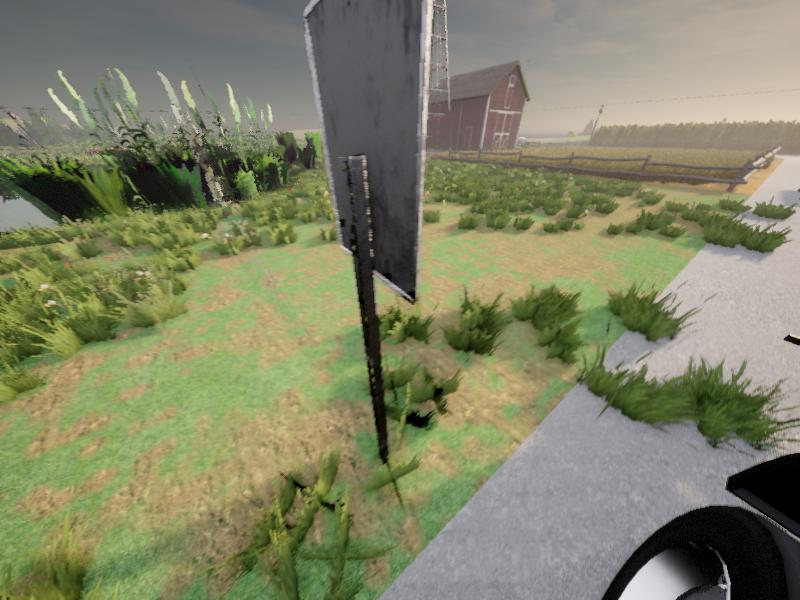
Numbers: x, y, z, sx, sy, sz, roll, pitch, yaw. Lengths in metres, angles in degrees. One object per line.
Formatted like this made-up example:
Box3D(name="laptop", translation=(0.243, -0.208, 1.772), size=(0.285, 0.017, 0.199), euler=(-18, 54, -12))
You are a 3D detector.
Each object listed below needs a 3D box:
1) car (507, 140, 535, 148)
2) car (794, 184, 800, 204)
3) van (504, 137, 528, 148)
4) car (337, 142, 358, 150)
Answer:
Box3D(name="car", translation=(27.734, -35.900, 53.128), size=(2.038, 1.542, 4.974), euler=(-22, 41, -28))
Box3D(name="car", translation=(18.329, -4.774, 9.378), size=(4.718, 1.301, 1.895), euler=(-23, 41, -29))
Box3D(name="van", translation=(28.497, -38.689, 56.688), size=(2.069, 2.038, 4.480), euler=(-22, 41, -28))
Box3D(name="car", translation=(-11.375, -33.214, 49.777), size=(3.806, 1.475, 1.970), euler=(-18, 39, -23))
